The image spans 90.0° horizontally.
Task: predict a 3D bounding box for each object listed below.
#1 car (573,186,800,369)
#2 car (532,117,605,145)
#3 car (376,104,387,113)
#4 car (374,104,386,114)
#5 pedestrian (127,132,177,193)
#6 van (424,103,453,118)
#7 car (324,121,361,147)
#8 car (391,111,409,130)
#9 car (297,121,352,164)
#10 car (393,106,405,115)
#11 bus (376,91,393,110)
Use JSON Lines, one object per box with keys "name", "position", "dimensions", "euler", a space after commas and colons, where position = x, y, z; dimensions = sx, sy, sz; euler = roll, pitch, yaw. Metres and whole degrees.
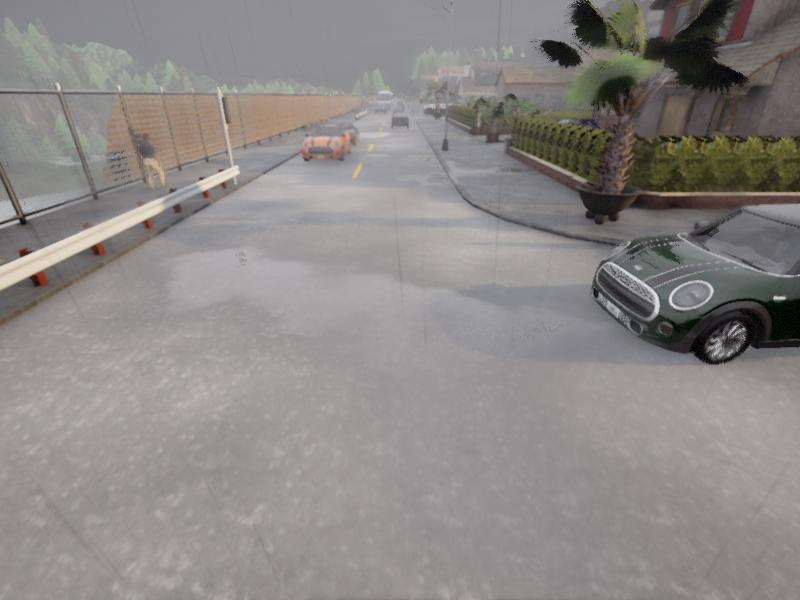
{"name": "car", "position": [5.316, -0.485, 5.672], "dimensions": [4.553, 1.767, 2.097], "euler": [-2, 27, -4]}
{"name": "car", "position": [10.568, -10.710, 25.357], "dimensions": [3.633, 1.501, 1.845], "euler": [-1, 27, -2]}
{"name": "car", "position": [-3.970, -41.629, 86.706], "dimensions": [2.033, 1.649, 4.856], "euler": [0, 27, 0]}
{"name": "car", "position": [-3.956, -38.503, 80.570], "dimensions": [2.152, 1.651, 5.027], "euler": [1, 27, 1]}
{"name": "pedestrian", "position": [-8.348, -4.650, 13.532], "dimensions": [0.751, 1.860, 0.751], "euler": [0, 27, 1]}
{"name": "van", "position": [6.236, -30.752, 64.848], "dimensions": [4.480, 2.038, 2.069], "euler": [4, 27, 9]}
{"name": "car", "position": [-3.995, -11.856, 28.502], "dimensions": [1.994, 1.385, 4.181], "euler": [0, 27, 0]}
{"name": "car", "position": [0.013, -19.346, 43.020], "dimensions": [1.882, 1.535, 5.008], "euler": [0, 27, 0]}
{"name": "car", "position": [-3.960, -8.718, 21.867], "dimensions": [2.097, 1.767, 4.553], "euler": [0, 27, 0]}
{"name": "car", "position": [-0.197, -36.865, 77.594], "dimensions": [2.033, 1.411, 5.357], "euler": [1, 27, 3]}
{"name": "bus", "position": [-3.842, -51.392, 102.983], "dimensions": [3.944, 4.253, 10.273], "euler": [0, 27, 0]}
